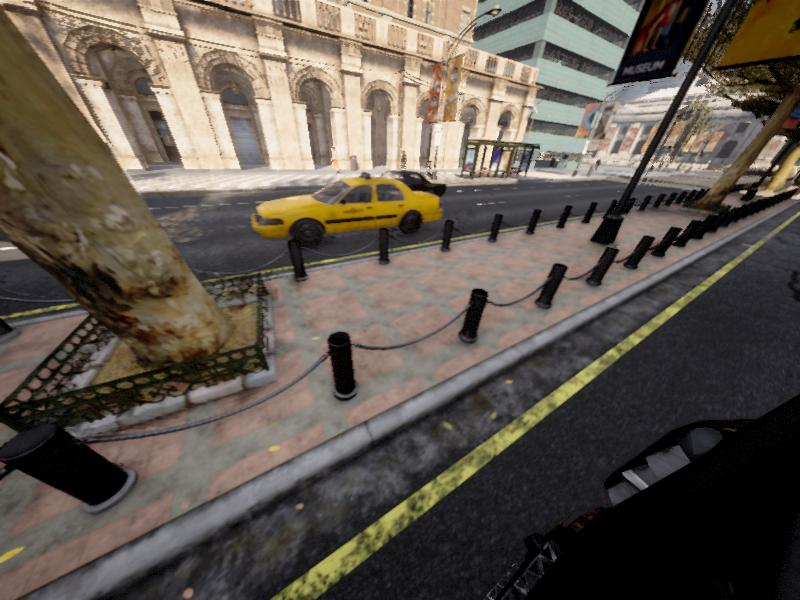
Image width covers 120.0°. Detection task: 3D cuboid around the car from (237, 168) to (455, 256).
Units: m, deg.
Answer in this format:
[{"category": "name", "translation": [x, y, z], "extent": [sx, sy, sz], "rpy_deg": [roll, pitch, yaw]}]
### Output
[{"category": "car", "translation": [-1.218, -2.745, 6.590], "extent": [5.366, 1.575, 1.801], "rpy_deg": [-16, 38, -26]}]

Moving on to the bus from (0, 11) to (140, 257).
[{"category": "bus", "translation": [-12.544, -2.743, 3.340], "extent": [10.273, 4.253, 3.944], "rpy_deg": [-15, 38, -27]}]

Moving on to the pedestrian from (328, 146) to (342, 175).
[{"category": "pedestrian", "translation": [-4.993, -10.758, 17.815], "extent": [0.751, 1.860, 0.751], "rpy_deg": [-12, 36, -22]}]

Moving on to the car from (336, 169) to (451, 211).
[{"category": "car", "translation": [-0.223, -5.151, 10.542], "extent": [4.718, 1.301, 1.895], "rpy_deg": [-16, 38, -26]}]

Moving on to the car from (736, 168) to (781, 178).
[{"category": "car", "translation": [74.378, -26.483, 48.054], "extent": [2.163, 1.488, 4.792], "rpy_deg": [-16, 38, -26]}]

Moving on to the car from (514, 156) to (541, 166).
[{"category": "car", "translation": [25.358, -27.629, 45.916], "extent": [4.902, 1.511, 2.128], "rpy_deg": [-16, 38, -26]}]

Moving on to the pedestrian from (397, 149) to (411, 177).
[{"category": "pedestrian", "translation": [0.304, -10.860, 18.359], "extent": [0.751, 1.860, 0.751], "rpy_deg": [-14, 37, -24]}]

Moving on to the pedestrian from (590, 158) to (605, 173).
[{"category": "pedestrian", "translation": [29.562, -20.168, 34.555], "extent": [0.751, 1.860, 0.751], "rpy_deg": [-13, 37, -22]}]

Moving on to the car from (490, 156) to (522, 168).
[{"category": "car", "translation": [17.405, -22.683, 37.942], "extent": [4.786, 1.482, 2.161], "rpy_deg": [-16, 38, -26]}]

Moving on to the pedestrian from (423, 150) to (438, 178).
[{"category": "pedestrian", "translation": [2.455, -11.003, 18.733], "extent": [0.751, 1.860, 0.751], "rpy_deg": [-15, 37, -25]}]

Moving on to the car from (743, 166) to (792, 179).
[{"category": "car", "translation": [72.069, -25.074, 45.399], "extent": [1.932, 1.855, 4.605], "rpy_deg": [-16, 38, -26]}]
